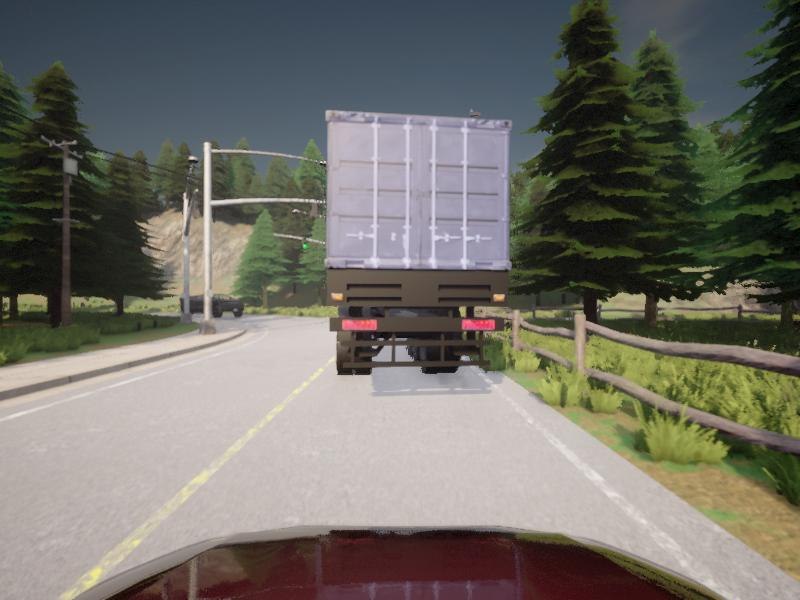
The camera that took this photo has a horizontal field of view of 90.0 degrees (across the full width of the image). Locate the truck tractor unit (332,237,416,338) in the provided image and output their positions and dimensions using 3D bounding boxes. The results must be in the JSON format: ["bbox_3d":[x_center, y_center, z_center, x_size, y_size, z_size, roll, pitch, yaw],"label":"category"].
[{"bbox_3d":[-1.592,-0.543,20.252,3.053,4.208,6.516,0,0,-15],"label":"truck tractor unit"}]

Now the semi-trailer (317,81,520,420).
[{"bbox_3d":[-0.463,-0.635,12.436,2.717,4.402,14.254,0,0,-6],"label":"semi-trailer"}]

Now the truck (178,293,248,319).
[{"bbox_3d":[-16.390,0.497,34.938,6.274,2.098,2.390,0,0,30],"label":"truck"}]
